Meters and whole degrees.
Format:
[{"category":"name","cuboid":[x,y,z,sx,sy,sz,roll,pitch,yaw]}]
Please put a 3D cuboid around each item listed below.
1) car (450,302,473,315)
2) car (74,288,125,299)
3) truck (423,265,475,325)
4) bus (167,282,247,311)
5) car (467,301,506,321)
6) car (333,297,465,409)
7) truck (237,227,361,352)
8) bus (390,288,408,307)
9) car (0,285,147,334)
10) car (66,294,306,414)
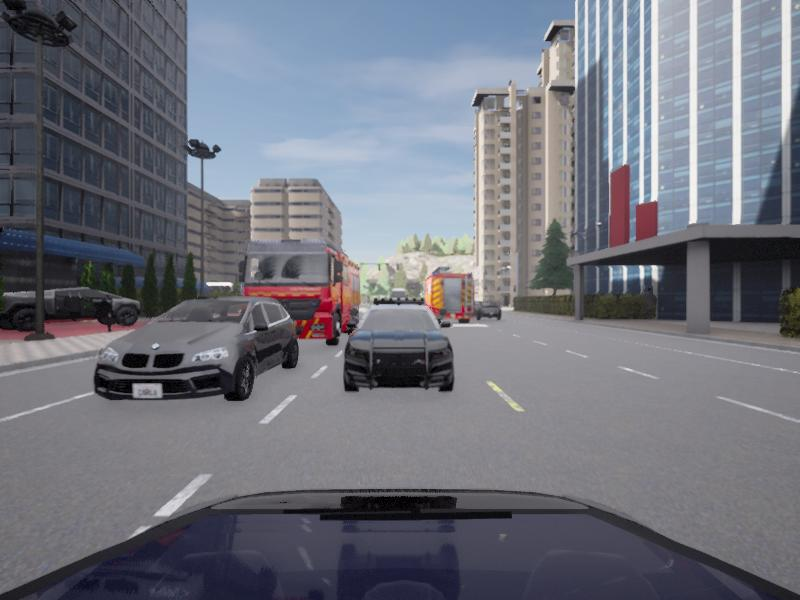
[{"category":"car","cuboid":[6.860,0.914,44.975,1.994,1.385,4.181,0,0,0]},{"category":"car","cuboid":[-15.999,-0.344,21.336,1.750,0.535,1.642,0,0,30]},{"category":"truck","cuboid":[3.409,-0.316,30.062,2.891,3.827,8.468,0,0,0]},{"category":"bus","cuboid":[-28.934,-0.525,60.374,10.273,4.253,3.944,0,0,0]},{"category":"car","cuboid":[6.898,0.841,32.564,2.128,1.511,4.902,0,0,0]},{"category":"car","cuboid":[-0.026,0.772,8.494,1.930,1.638,5.238,0,0,0]},{"category":"truck","cuboid":[-3.505,-0.318,16.511,2.891,3.827,8.468,0,0,1]},{"category":"bus","cuboid":[-0.172,-0.525,93.828,3.944,4.253,10.273,0,0,0]},{"category":"car","cuboid":[-16.685,0.405,20.164,2.390,2.098,6.274,0,0,30]},{"category":"car","cuboid":[-3.522,0.758,7.866,2.242,1.667,4.611,0,0,0]}]
